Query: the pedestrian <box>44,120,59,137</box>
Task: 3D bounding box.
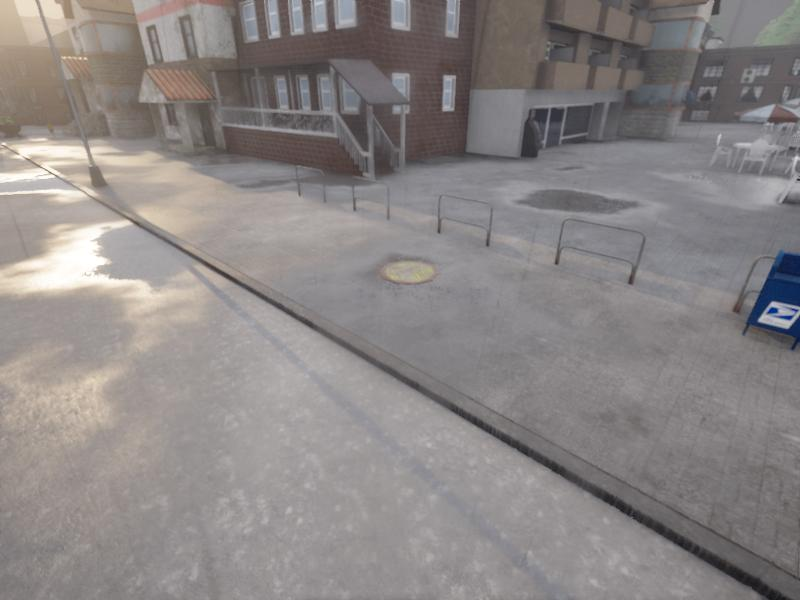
[{"bbox_3d":[-25.721,-12.621,29.514,0.500,1.100,0.500,-25,36,-39],"label":"pedestrian"}]
